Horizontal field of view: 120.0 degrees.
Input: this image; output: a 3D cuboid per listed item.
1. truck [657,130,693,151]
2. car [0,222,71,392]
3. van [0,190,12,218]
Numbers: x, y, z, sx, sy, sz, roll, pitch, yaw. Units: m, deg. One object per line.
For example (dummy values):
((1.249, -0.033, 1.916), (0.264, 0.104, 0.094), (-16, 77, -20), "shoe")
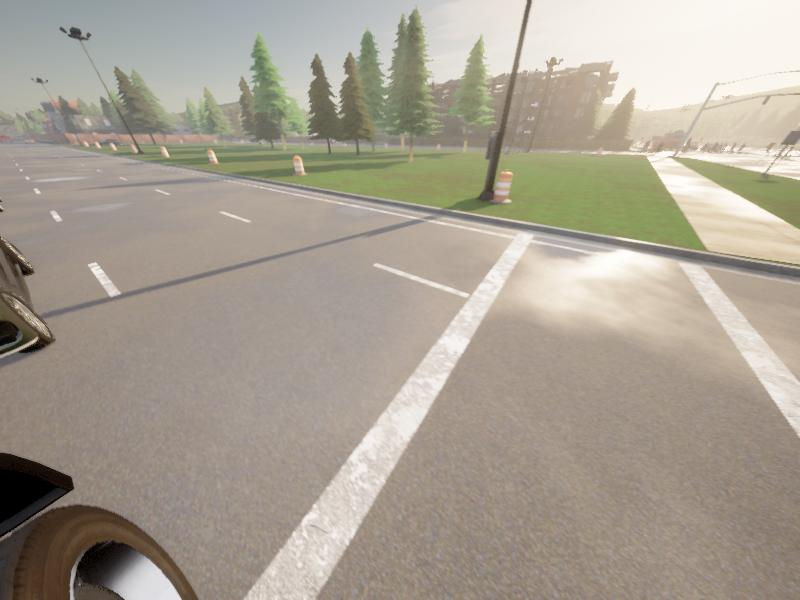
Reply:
((64.107, -37.396, 54.160), (2.891, 3.827, 8.468), (22, 40, 28), "truck")
((-6.700, -0.248, 2.799), (5.027, 1.651, 2.152), (22, 41, 28), "car")
((-15.482, -3.972, 7.697), (4.442, 1.987, 1.775), (22, 41, 28), "van")
